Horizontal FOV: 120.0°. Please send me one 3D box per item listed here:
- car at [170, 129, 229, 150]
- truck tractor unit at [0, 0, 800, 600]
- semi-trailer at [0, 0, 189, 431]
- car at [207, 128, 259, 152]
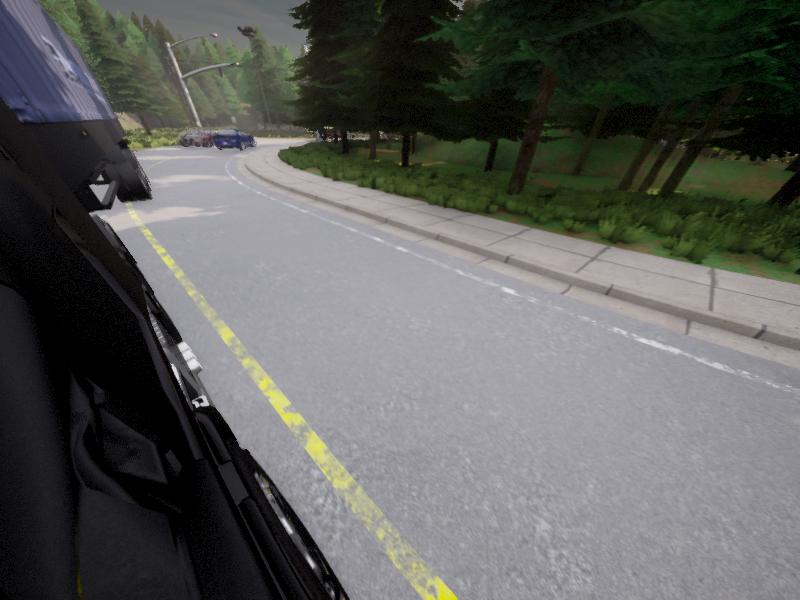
[{"bbox_3d":[-18.222,-14.890,21.297,1.994,1.385,4.181,0,37,-4],"label":"car"},{"bbox_3d":[-2.645,-0.295,0.351,6.516,4.208,3.053,28,44,30],"label":"truck tractor unit"},{"bbox_3d":[-8.092,-3.954,4.749,2.717,4.402,14.254,-27,46,-33],"label":"semi-trailer"},{"bbox_3d":[-14.703,-14.433,20.738,1.882,1.535,5.008,-4,37,-8],"label":"car"}]
